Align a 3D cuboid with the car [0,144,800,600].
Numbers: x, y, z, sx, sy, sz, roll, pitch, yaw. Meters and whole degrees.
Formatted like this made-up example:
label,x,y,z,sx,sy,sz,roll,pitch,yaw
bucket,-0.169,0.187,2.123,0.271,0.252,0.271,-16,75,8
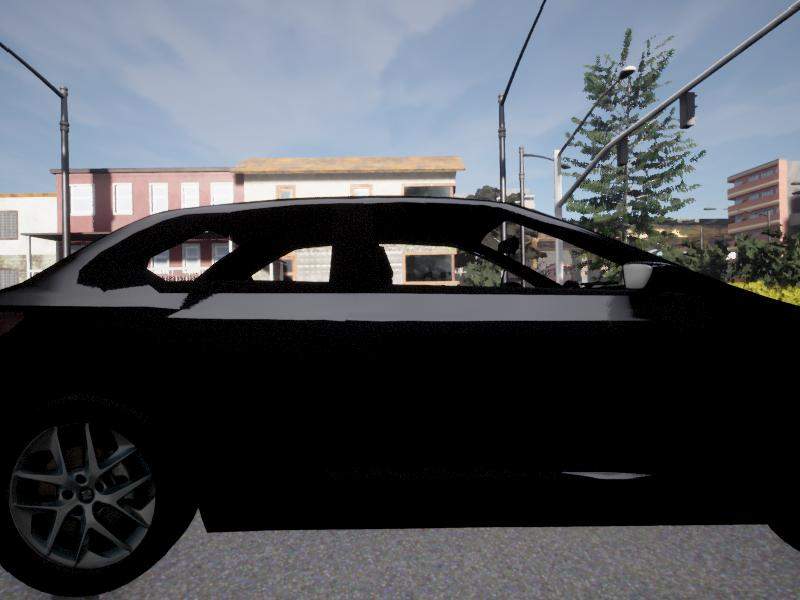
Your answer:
label,x,y,z,sx,sy,sz,roll,pitch,yaw
car,0.342,0.254,2.184,4.193,1.474,1.816,0,0,-1
